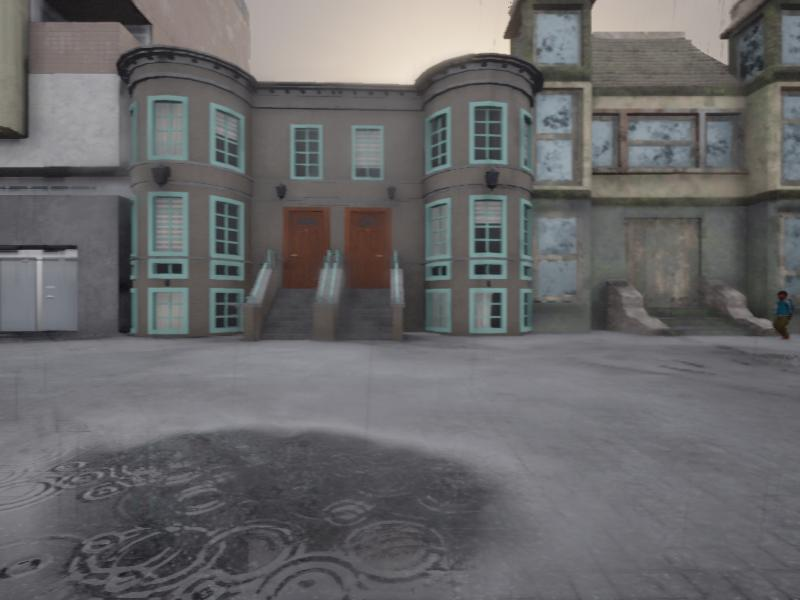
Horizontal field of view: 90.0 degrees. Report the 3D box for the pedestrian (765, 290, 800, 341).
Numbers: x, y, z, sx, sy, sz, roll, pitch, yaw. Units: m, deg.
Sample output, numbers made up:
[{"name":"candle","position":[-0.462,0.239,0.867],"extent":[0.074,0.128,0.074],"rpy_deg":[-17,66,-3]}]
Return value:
[{"name":"pedestrian","position":[8.607,0.330,8.915],"extent":[0.500,1.100,0.500],"rpy_deg":[0,0,-6]}]
